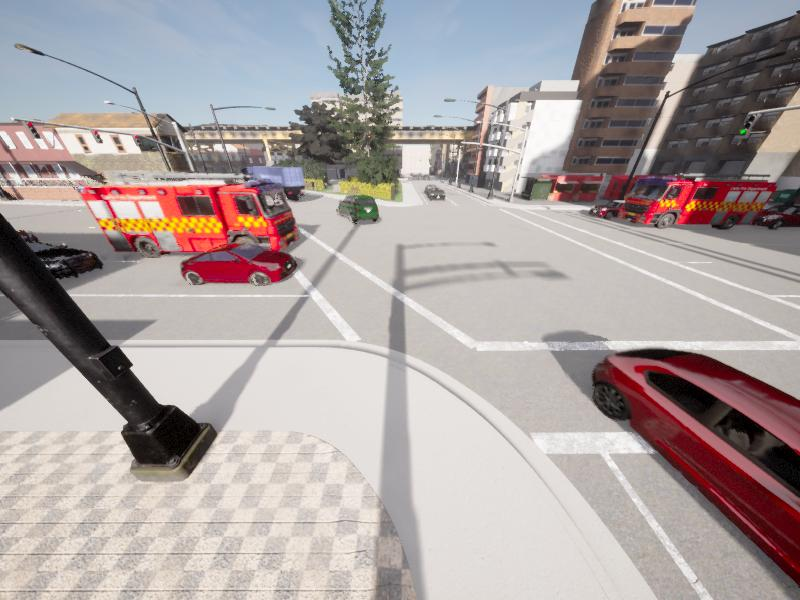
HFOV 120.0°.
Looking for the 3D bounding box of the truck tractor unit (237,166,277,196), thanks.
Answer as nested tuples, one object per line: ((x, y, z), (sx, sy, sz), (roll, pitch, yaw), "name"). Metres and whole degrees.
((-24.187, -20.184, 39.045), (6.516, 4.208, 3.053), (26, 39, 37), "truck tractor unit")

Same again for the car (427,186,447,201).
((5.324, -15.635, 33.769), (2.152, 1.651, 5.027), (0, 30, 1), "car")

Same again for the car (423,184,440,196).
((5.369, -19.041, 39.809), (2.163, 1.488, 4.792), (0, 30, 0), "car")

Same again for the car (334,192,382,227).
((-3.841, -8.189, 20.440), (2.150, 2.045, 5.566), (-16, 33, -26), "car")

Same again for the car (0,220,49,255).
((-23.309, -3.460, 12.657), (4.674, 1.442, 1.812), (0, 30, 0), "car")

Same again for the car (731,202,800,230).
((31.272, -6.902, 18.910), (4.553, 1.767, 2.097), (1, 30, -1), "car")

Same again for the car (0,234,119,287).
((-15.736, -1.704, 9.637), (4.974, 1.542, 2.038), (0, 30, 0), "car")

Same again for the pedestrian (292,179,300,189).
((-21.435, -23.958, 47.605), (0.751, 1.860, 0.751), (23, 37, 34), "pedestrian")

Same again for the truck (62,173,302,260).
((-10.286, -4.435, 12.125), (8.468, 3.827, 2.891), (0, 30, 0), "truck")

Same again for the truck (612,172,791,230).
((23.136, -7.864, 18.354), (8.468, 3.827, 2.891), (0, 30, -1), "truck")

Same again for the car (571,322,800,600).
((5.005, 2.183, 3.057), (1.816, 1.474, 4.193), (-4, 30, -8), "car")

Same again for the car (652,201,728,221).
((27.438, -8.486, 21.979), (4.181, 1.385, 1.994), (1, 30, 0), "car")

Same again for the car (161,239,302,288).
((-6.703, -1.598, 9.702), (4.181, 1.385, 1.994), (0, 30, 0), "car")

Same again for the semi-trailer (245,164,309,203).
((-18.556, -17.486, 34.175), (14.254, 4.402, 2.717), (26, 39, 38), "semi-trailer")

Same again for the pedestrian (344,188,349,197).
((-8.177, -16.343, 35.169), (0.500, 1.100, 0.500), (-20, 36, -31), "pedestrian")

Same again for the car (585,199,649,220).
((20.444, -8.612, 21.937), (3.806, 1.475, 1.970), (0, 30, 0), "car")

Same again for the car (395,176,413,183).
((1.241, -36.962, 70.709), (5.027, 1.651, 2.152), (7, 31, 11), "car")
